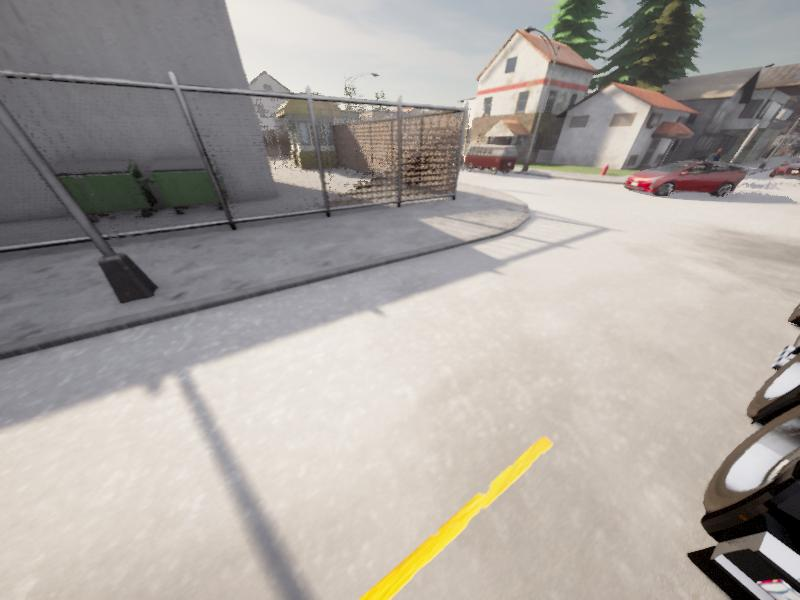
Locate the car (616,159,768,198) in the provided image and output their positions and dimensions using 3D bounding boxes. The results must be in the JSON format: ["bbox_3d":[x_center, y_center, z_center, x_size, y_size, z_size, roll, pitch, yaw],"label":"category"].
[{"bbox_3d":[14.423,-6.226,11.759,4.514,1.525,2.007,1,35,1],"label":"car"}]

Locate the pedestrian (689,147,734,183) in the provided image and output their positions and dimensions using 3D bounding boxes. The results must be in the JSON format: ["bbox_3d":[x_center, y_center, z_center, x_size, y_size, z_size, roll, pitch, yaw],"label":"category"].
[{"bbox_3d":[19.677,-8.562,14.652,0.751,1.860,0.751,19,39,25],"label":"pedestrian"}]

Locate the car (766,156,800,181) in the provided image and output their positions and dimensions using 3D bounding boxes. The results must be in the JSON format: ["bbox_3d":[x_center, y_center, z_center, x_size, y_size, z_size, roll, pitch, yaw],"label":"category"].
[{"bbox_3d":[30.362,-10.013,17.490,4.181,1.385,1.994,-18,39,-25],"label":"car"}]

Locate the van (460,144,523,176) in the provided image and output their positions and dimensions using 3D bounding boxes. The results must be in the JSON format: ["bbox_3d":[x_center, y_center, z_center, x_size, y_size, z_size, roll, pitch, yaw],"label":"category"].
[{"bbox_3d":[7.340,-11.709,19.180,1.775,1.987,4.442,-19,39,-25],"label":"van"}]

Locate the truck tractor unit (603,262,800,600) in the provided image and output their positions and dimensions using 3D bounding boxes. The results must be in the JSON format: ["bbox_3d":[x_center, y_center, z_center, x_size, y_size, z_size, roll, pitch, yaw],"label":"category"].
[{"bbox_3d":[5.108,-0.301,0.795,6.516,4.208,3.053,-18,39,-24],"label":"truck tractor unit"}]
